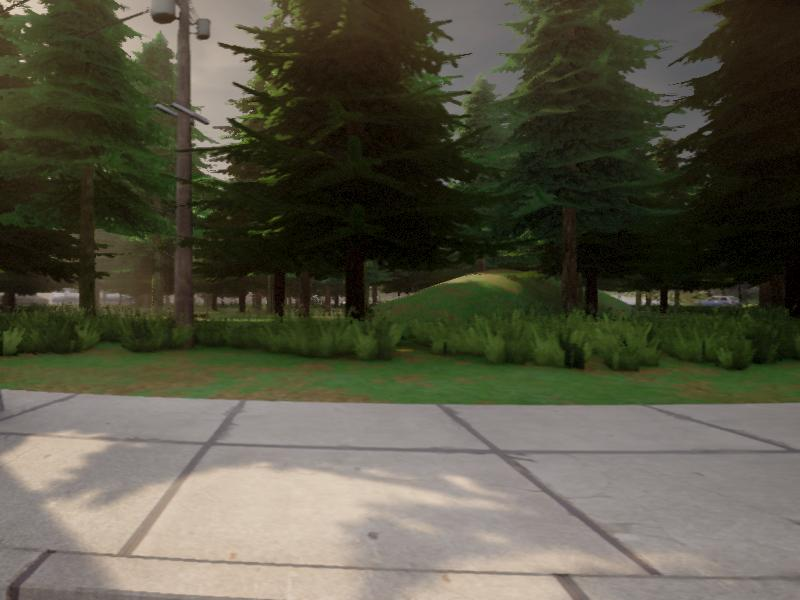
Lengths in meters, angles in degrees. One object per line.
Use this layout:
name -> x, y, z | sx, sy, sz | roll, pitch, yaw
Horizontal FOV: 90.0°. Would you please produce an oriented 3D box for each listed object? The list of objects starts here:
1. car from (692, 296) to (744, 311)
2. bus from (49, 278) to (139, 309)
car -> 33.265, 0.341, 41.984 | 1.970, 1.475, 3.806 | 0, 0, -21
bus -> -45.982, -0.906, 60.689 | 3.944, 4.253, 10.273 | 0, 0, 22
